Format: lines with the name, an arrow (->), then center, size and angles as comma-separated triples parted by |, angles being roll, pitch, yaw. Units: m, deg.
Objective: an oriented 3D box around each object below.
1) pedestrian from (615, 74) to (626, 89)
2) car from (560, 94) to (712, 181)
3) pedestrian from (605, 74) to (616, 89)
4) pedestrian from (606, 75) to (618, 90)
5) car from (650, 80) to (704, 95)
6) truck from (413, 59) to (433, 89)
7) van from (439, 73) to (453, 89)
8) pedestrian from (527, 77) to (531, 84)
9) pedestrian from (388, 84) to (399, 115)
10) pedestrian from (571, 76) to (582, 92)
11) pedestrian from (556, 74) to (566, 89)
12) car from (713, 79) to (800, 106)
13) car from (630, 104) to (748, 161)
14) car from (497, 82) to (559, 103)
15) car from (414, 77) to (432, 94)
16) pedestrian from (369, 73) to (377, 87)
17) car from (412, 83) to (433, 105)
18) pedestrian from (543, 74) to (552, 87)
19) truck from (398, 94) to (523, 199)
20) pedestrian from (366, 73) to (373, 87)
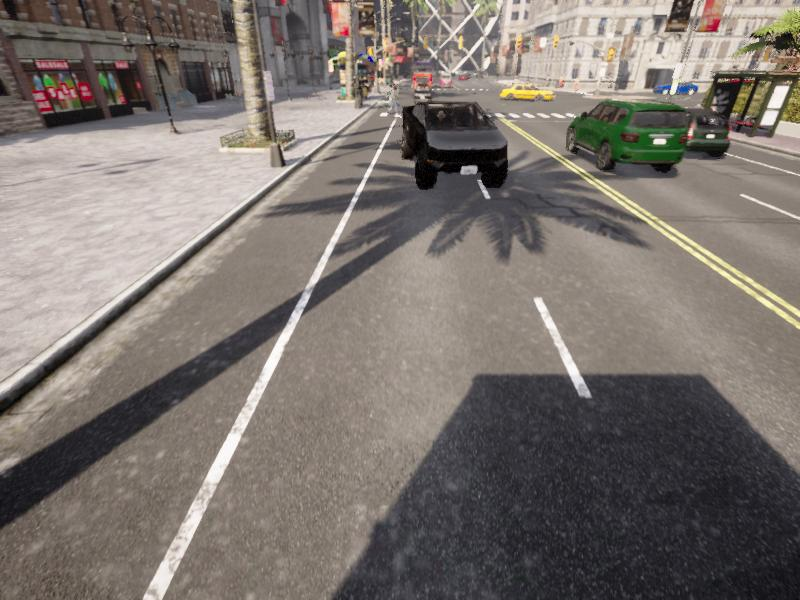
pedestrian -> 32.094, -31.738, 58.174 | 0.751, 1.860, 0.751 | 2, 30, 2
car -> 7.825, -5.969, 14.199 | 2.150, 2.045, 5.566 | 2, 30, 2
pedestrian -> 30.138, -31.294, 57.402 | 0.751, 1.860, 0.751 | 0, 30, 0
pedestrian -> 29.083, -29.867, 54.960 | 0.751, 1.860, 0.751 | -3, 31, -6
car -> 34.209, -26.291, 49.566 | 5.008, 1.535, 1.882 | 1, 30, 2
truck -> 3.560, -35.063, 62.037 | 2.891, 3.827, 8.468 | 2, 30, 2
van -> 6.987, -33.380, 61.012 | 1.775, 1.987, 4.442 | 2, 30, 2
pedestrian -> 24.392, -41.478, 75.481 | 0.500, 1.100, 0.500 | 1, 30, 2
pedestrian -> -0.442, -14.003, 27.978 | 0.751, 1.860, 0.751 | 0, 30, 0
pedestrian -> 23.573, -28.769, 53.346 | 0.751, 1.860, 0.751 | -1, 30, -1
pedestrian -> 23.068, -31.261, 57.291 | 0.751, 1.860, 0.751 | -3, 31, -6
car -> 32.555, -18.949, 36.527 | 5.566, 2.045, 2.150 | 1, 30, 2
car -> 11.444, -6.903, 16.255 | 1.851, 1.617, 3.988 | 2, 30, 2
car -> 12.604, -20.544, 39.559 | 5.366, 1.575, 1.801 | 21, 36, 31
car -> 2.859, -26.948, 50.198 | 2.097, 1.767, 4.553 | 2, 30, 2
pedestrian -> -4.135, -33.813, 61.440 | 0.751, 1.860, 0.751 | -26, 39, -37
car -> 2.097, -19.028, 36.914 | 1.789, 1.549, 3.705 | 2, 31, 2
pedestrian -> 22.841, -34.015, 61.989 | 0.751, 1.860, 0.751 | 0, 30, 0
truck -> 1.449, -5.220, 12.823 | 2.390, 2.098, 6.274 | -3, 31, -5
pedestrian -> -4.734, -34.123, 61.965 | 0.751, 1.860, 0.751 | -25, 39, -37
